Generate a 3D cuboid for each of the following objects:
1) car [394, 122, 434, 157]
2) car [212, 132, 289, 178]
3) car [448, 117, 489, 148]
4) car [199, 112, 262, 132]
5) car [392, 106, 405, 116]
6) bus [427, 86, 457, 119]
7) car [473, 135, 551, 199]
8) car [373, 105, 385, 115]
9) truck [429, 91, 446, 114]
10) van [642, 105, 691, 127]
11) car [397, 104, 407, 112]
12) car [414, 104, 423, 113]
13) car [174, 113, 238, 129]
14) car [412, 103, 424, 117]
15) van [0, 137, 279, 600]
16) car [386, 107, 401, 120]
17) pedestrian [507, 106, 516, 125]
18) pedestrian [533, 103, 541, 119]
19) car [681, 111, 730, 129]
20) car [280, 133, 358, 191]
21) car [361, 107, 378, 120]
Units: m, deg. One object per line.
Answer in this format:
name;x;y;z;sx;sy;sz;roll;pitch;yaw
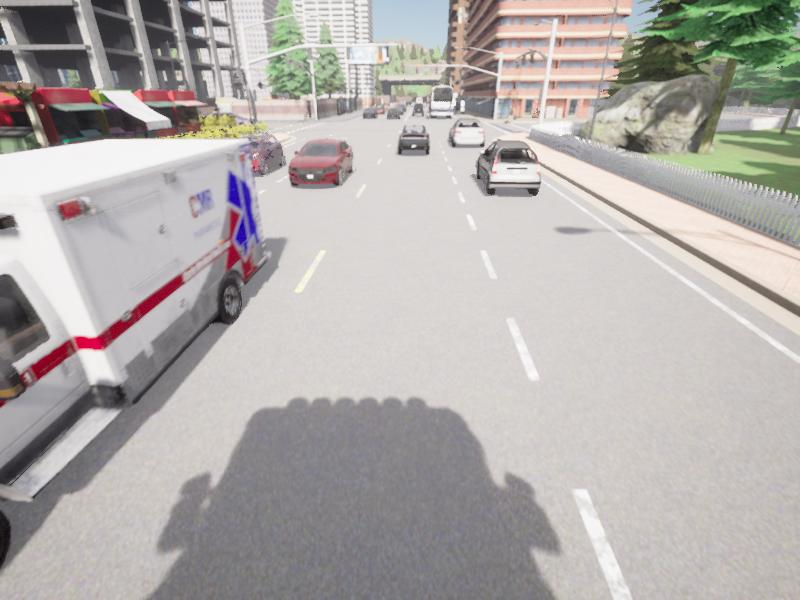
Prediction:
car;0.872;-9.732;24.071;2.128;1.511;4.902;1;27;2
car;-6.459;-6.526;17.790;1.845;1.501;3.633;1;27;2
car;4.583;-11.625;27.585;2.242;1.667;4.611;1;27;3
car;-15.988;-16.895;37.886;4.856;1.649;2.033;1;27;2
car;-0.268;-33.185;70.110;2.033;1.411;5.357;1;27;2
bus;6.216;-30.456;61.616;3.944;4.253;10.273;1;27;2
car;3.897;-5.010;14.712;1.851;1.617;3.988;1;27;2
car;-3.699;-33.962;71.507;1.851;1.617;3.988;1;27;2
truck;7.245;-39.237;79.279;2.891;3.827;8.468;1;27;2
van;28.934;-20.027;43.520;4.442;1.987;1.775;-11;29;-20
car;0.403;-39.873;83.100;1.837;1.490;4.892;1;27;2
car;3.712;-37.955;79.294;1.801;1.575;5.366;1;27;2
car;-19.908;-18.452;41.201;5.357;1.411;2.033;1;27;2
car;3.069;-31.704;66.696;1.905;1.878;3.866;1;27;2
van;-3.638;-0.165;4.340;2.351;2.431;6.366;1;27;2
car;-0.894;-26.803;57.521;1.837;1.490;4.892;1;27;2
pedestrian;12.670;-20.996;45.542;0.751;1.860;0.751;5;27;10
pedestrian;18.877;-25.992;55.029;0.751;1.860;0.751;7;28;13
car;31.475;-18.580;41.246;4.193;1.474;1.816;-12;29;-22
car;-3.039;-5.706;16.167;1.882;1.535;5.008;1;27;2
car;-4.356;-27.412;58.673;1.882;1.535;5.008;1;27;2
